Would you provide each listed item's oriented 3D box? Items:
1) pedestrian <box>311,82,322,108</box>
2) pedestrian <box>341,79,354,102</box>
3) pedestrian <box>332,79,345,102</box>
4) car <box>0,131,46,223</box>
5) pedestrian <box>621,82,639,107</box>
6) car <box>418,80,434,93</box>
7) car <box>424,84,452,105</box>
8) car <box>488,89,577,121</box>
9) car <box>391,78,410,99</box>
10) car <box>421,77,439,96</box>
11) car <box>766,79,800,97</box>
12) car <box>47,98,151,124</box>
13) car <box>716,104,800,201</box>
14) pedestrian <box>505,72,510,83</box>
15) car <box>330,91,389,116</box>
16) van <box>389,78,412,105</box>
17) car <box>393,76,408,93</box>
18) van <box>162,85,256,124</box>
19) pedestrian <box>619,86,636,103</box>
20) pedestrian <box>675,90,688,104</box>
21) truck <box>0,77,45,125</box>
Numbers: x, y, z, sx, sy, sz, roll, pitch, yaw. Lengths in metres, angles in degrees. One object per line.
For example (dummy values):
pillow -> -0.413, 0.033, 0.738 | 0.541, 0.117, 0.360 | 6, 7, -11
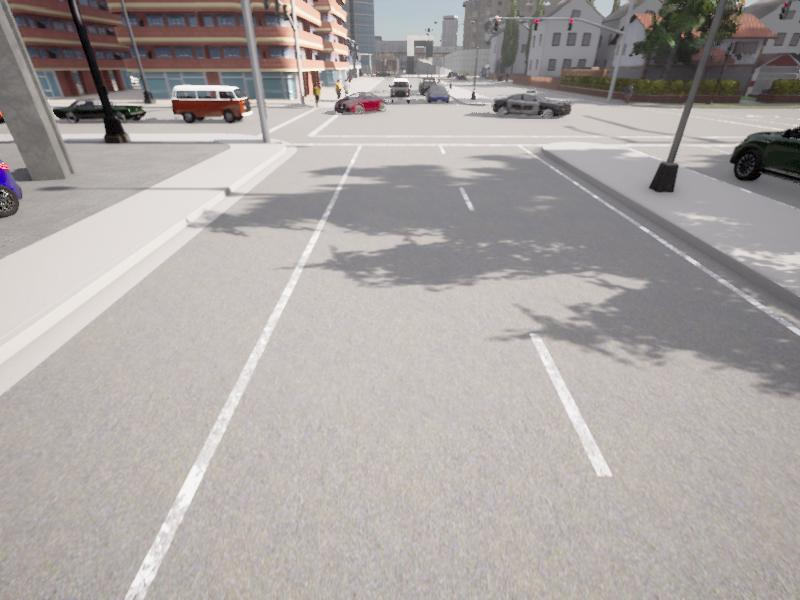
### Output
pedestrian -> -6.977, -17.170, 33.504 | 0.751, 1.860, 0.751 | -4, 31, -7
pedestrian -> -4.865, -19.275, 36.807 | 0.751, 1.860, 0.751 | 24, 38, 35
pedestrian -> -5.741, -19.630, 37.414 | 0.751, 1.860, 0.751 | 26, 39, 37
car -> -9.702, -1.841, 7.264 | 2.242, 1.667, 4.611 | 0, 30, 0
pedestrian -> 19.913, -17.820, 34.645 | 0.751, 1.860, 0.751 | 25, 39, 36
car -> 3.540, -29.608, 55.412 | 1.895, 1.301, 4.718 | 0, 30, 0
car -> 3.559, -19.609, 38.114 | 2.163, 1.488, 4.792 | 0, 30, 0
car -> 8.939, -13.418, 27.364 | 5.238, 1.638, 1.930 | 19, 36, 30
car -> 0.036, -23.510, 44.393 | 1.932, 1.855, 4.605 | 0, 30, 0
car -> 3.534, -25.476, 47.753 | 1.905, 1.878, 3.866 | 0, 30, 0
car -> 41.456, -22.397, 42.254 | 1.970, 1.475, 3.806 | 0, 30, 0
car -> -18.521, -11.739, 24.802 | 4.718, 1.301, 1.895 | 0, 30, -1
car -> 11.512, -3.683, 10.301 | 2.150, 2.045, 5.566 | 0, 30, 0
pedestrian -> 21.601, -44.724, 80.402 | 0.751, 1.860, 0.751 | 3, 30, 5
car -> -2.901, -14.726, 29.862 | 1.994, 1.385, 4.181 | 22, 37, 32
van -> 0.029, -19.839, 37.953 | 2.069, 2.038, 4.480 | 0, 30, 0
car -> 0.029, -28.866, 53.568 | 1.932, 1.855, 4.605 | 0, 30, 0
van -> -11.596, -12.089, 24.671 | 4.480, 2.038, 2.069 | -1, 30, -1
pedestrian -> 20.535, -18.538, 36.138 | 0.751, 1.300, 0.751 | -3, 30, -6
pedestrian -> 24.773, -17.874, 35.211 | 0.500, 1.100, 0.500 | 1, 30, 2
truck -> -25.824, -12.191, 24.406 | 5.204, 2.467, 2.627 | 0, 30, -1
